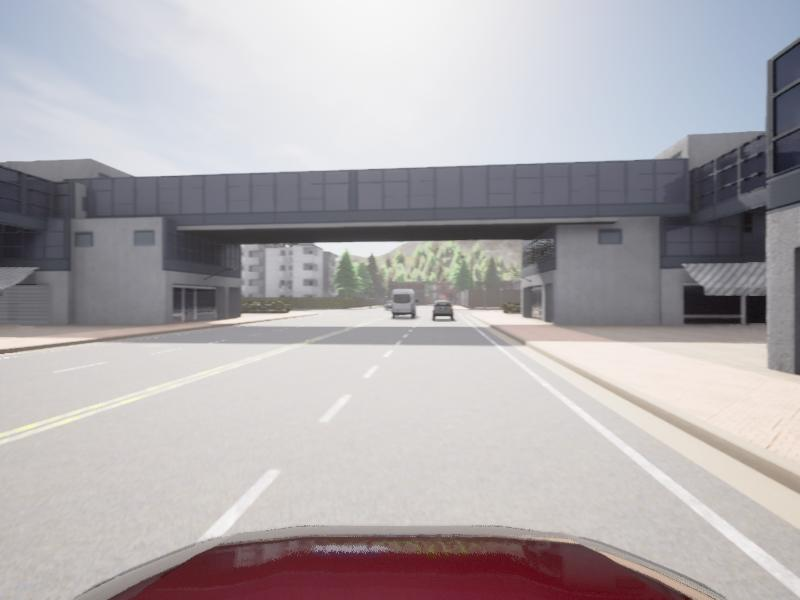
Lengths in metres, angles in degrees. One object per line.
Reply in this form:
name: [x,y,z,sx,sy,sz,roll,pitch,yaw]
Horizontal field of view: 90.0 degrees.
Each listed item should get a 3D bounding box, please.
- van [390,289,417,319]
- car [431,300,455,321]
van: [0.449,0.323,37.359,1.988,2.561,5.915,0,0,6]
car: [3.498,0.782,32.706,1.851,1.617,3.988,0,0,6]
